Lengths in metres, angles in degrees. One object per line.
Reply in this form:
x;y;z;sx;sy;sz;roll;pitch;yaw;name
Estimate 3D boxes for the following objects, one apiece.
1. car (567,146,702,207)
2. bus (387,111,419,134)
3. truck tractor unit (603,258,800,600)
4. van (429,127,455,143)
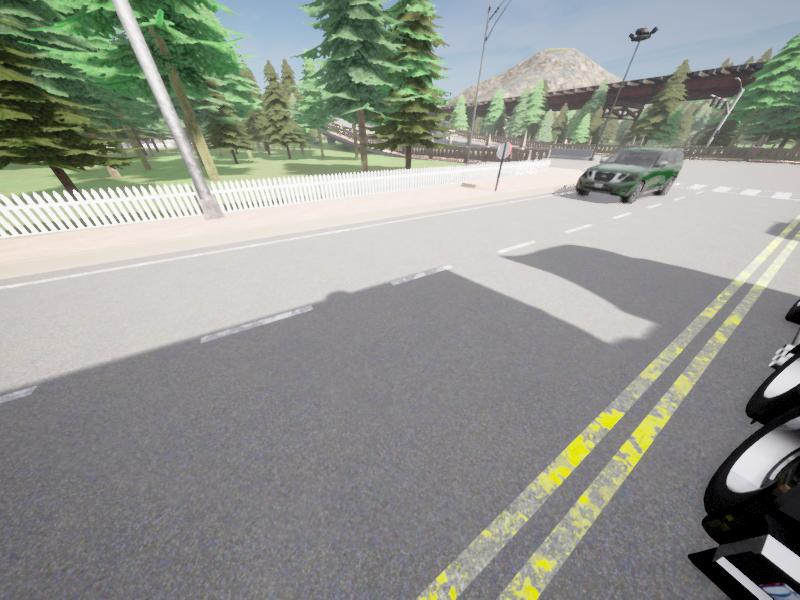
10.961;-5.975;10.863;5.566;2.045;2.150;-17;39;-24;car
0.611;-50.978;66.251;3.944;4.253;10.273;-20;47;-26;bus
5.100;-0.312;0.798;6.516;4.208;3.053;-19;39;-25;truck tractor unit
9.973;-39.976;55.994;2.351;2.431;6.366;-20;47;-26;van
